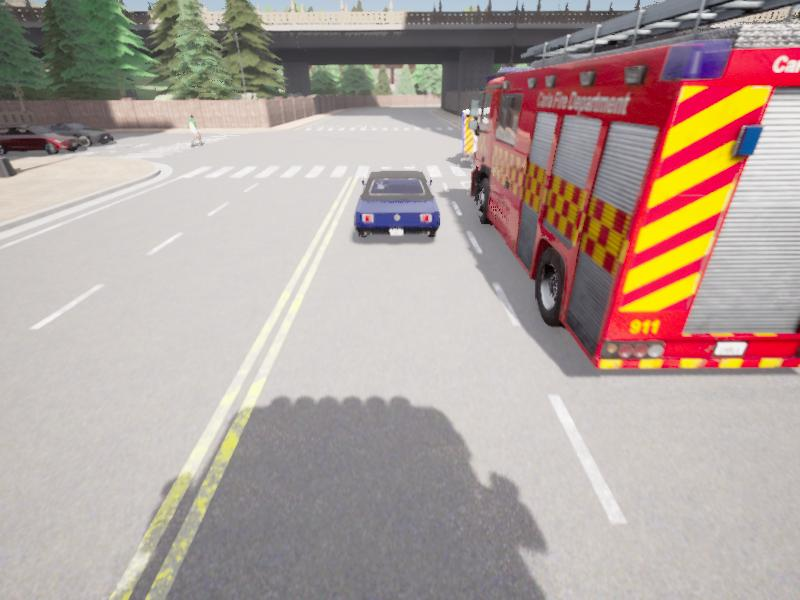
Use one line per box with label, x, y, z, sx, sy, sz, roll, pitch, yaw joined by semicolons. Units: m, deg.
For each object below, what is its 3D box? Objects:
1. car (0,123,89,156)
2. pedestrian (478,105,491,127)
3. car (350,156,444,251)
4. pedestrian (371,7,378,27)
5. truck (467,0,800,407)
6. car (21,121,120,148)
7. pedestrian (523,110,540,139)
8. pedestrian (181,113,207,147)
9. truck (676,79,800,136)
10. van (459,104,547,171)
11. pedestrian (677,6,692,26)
car;-20.163;-8.879;22.084;4.193;1.474;1.816;-1;27;-1
pedestrian;7.810;-16.958;36.872;0.751;1.860;0.751;-7;28;-13
car;-0.077;-2.724;10.417;1.895;1.301;4.718;0;27;0
pedestrian;-3.026;-33.786;47.806;0.751;1.860;0.751;-1;27;-1
truck;3.445;-2.495;7.205;2.891;3.827;8.468;0;27;0
car;-20.612;-10.431;25.199;4.181;1.385;1.994;-1;27;-2
pedestrian;9.422;-12.630;28.719;0.751;1.860;0.751;3;28;7
pedestrian;-12.580;-10.371;24.457;0.751;1.860;0.751;9;29;16
truck;27.213;-15.039;31.203;8.468;3.827;2.891;0;27;0
van;5.175;-8.052;19.490;2.351;2.431;6.366;11;29;28
pedestrian;34.136;-34.081;48.071;0.751;1.860;0.751;0;27;-1
